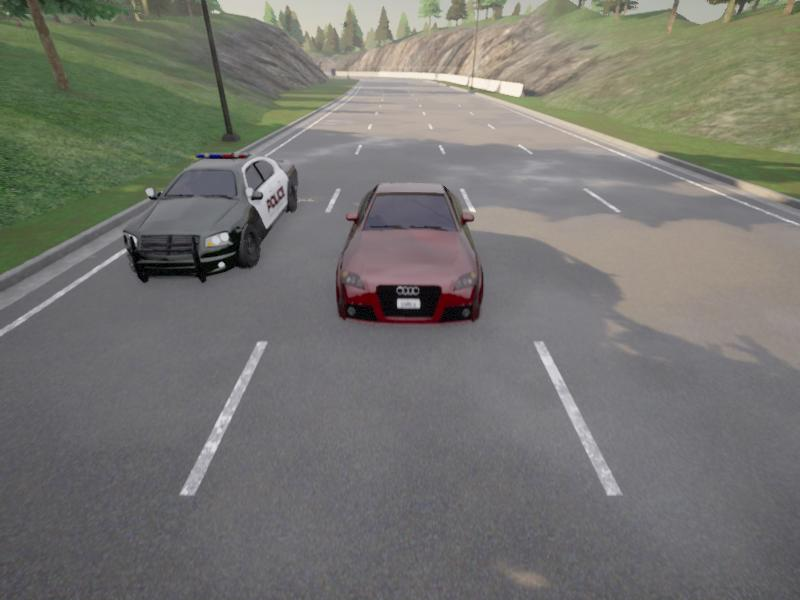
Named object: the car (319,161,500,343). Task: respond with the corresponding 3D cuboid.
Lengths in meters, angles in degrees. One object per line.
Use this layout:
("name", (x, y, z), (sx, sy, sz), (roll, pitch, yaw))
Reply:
("car", (0.161, -1.120, 6.558), (1.994, 1.385, 4.181), (1, 30, 1))

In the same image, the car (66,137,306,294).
("car", (-3.492, -2.013, 7.933), (2.038, 1.542, 4.974), (0, 30, 0))
